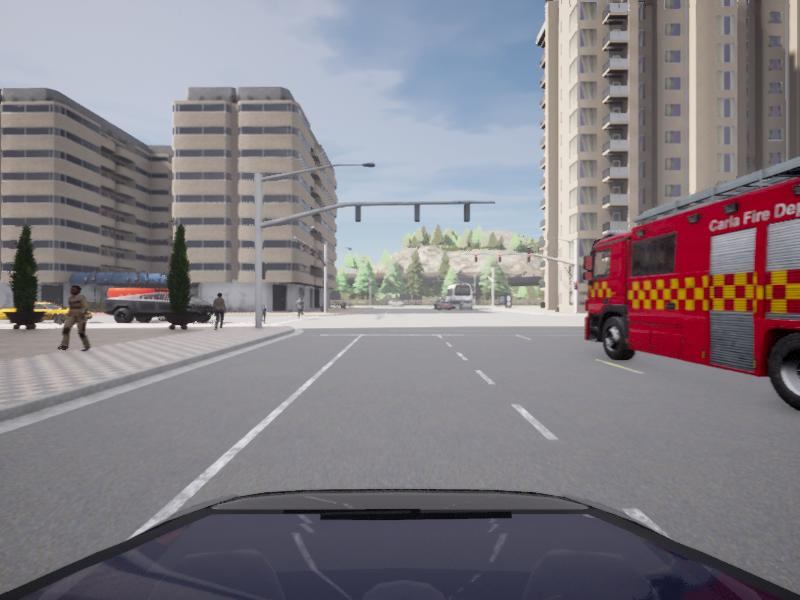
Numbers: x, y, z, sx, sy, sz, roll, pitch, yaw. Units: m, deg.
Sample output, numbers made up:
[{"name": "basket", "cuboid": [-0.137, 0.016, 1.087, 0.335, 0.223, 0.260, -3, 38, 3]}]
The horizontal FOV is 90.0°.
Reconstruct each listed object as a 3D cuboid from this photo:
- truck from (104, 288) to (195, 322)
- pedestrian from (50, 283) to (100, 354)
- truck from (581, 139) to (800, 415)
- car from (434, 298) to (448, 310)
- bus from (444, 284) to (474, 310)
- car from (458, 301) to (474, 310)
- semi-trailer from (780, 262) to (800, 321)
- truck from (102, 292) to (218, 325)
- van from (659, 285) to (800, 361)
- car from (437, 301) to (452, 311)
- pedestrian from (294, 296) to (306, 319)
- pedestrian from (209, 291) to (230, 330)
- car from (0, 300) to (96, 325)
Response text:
[{"name": "truck", "cuboid": [-18.736, 0.362, 30.182, 5.204, 2.467, 2.627, 0, 0, 1]}, {"name": "pedestrian", "cuboid": [-8.790, 0.487, 10.843, 0.751, 1.860, 0.751, 0, 0, -2]}, {"name": "truck", "cuboid": [7.006, -0.319, 8.029, 2.891, 3.827, 8.468, 0, 0, 0]}, {"name": "car", "cuboid": [6.996, 0.665, 68.906, 1.932, 1.855, 4.605, 0, 0, 0]}, {"name": "bus", "cuboid": [10.374, -0.521, 71.948, 3.944, 4.253, 10.273, 0, 0, 0]}, {"name": "car", "cuboid": [10.503, 0.838, 63.918, 1.845, 1.501, 3.633, 0, 0, 0]}, {"name": "semi-trailer", "cuboid": [36.893, -0.611, 29.773, 14.254, 4.402, 2.717, 0, 0, 2]}, {"name": "truck", "cuboid": [-15.831, 0.547, 26.638, 6.274, 2.098, 2.390, 0, 0, 1]}, {"name": "van", "cuboid": [10.499, 0.601, 12.610, 1.775, 1.987, 4.442, 0, 0, 0]}, {"name": "car", "cuboid": [6.993, 0.865, 62.887, 1.970, 1.475, 3.806, 0, 0, 0]}, {"name": "pedestrian", "cuboid": [-8.183, 0.643, 32.801, 0.751, 1.860, 0.751, 0, 0, 2]}, {"name": "pedestrian", "cuboid": [-8.678, 0.489, 19.260, 0.751, 1.860, 0.751, 0, 0, -9]}, {"name": "car", "cuboid": [-23.664, 0.806, 26.773, 5.366, 1.575, 1.801, 0, 0, 1]}]
